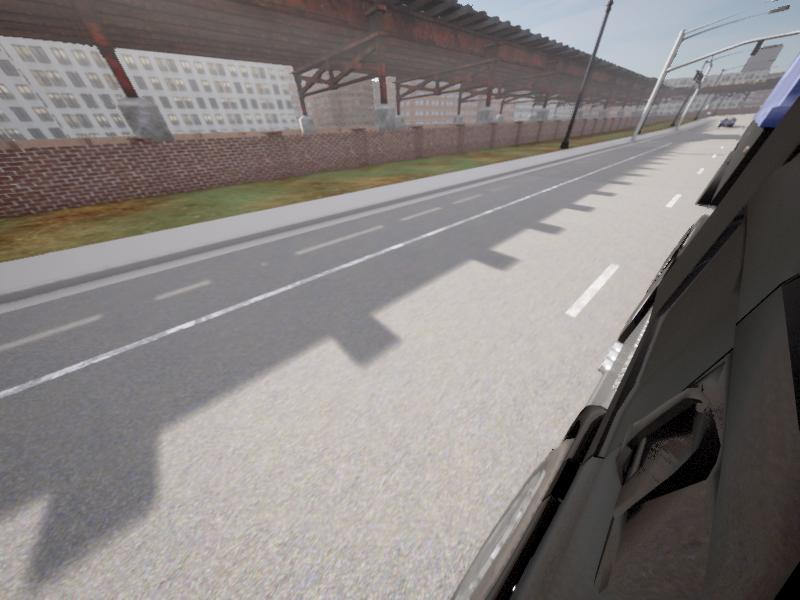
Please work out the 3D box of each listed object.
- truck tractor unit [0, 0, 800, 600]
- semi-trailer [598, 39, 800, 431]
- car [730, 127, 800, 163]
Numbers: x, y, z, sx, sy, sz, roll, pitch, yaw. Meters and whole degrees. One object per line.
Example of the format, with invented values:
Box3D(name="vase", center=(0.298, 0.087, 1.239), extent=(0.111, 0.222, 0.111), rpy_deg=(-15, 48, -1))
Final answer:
Box3D(name="truck tractor unit", center=(2.645, -0.295, 0.351), extent=(6.516, 4.208, 3.053), rpy_deg=(-28, 44, -30))
Box3D(name="semi-trailer", center=(8.696, -3.592, 4.250), extent=(14.254, 4.402, 2.717), rpy_deg=(-28, 44, -30))
Box3D(name="car", center=(21.011, -8.863, 13.135), extent=(4.181, 1.385, 1.994), rpy_deg=(-28, 43, -30))
